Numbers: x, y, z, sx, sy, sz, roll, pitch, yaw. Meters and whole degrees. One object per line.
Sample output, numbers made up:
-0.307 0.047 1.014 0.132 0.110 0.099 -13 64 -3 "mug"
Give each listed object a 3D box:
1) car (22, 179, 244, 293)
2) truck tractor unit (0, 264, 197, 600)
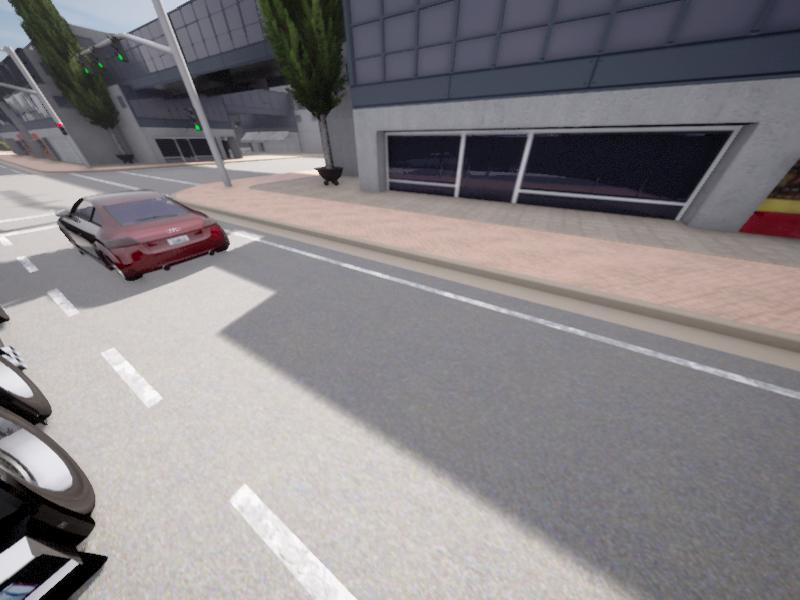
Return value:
-6.121 -1.779 5.386 4.181 1.385 1.994 18 39 24 "car"
-5.118 -0.291 0.789 6.516 4.208 3.053 18 39 24 "truck tractor unit"
